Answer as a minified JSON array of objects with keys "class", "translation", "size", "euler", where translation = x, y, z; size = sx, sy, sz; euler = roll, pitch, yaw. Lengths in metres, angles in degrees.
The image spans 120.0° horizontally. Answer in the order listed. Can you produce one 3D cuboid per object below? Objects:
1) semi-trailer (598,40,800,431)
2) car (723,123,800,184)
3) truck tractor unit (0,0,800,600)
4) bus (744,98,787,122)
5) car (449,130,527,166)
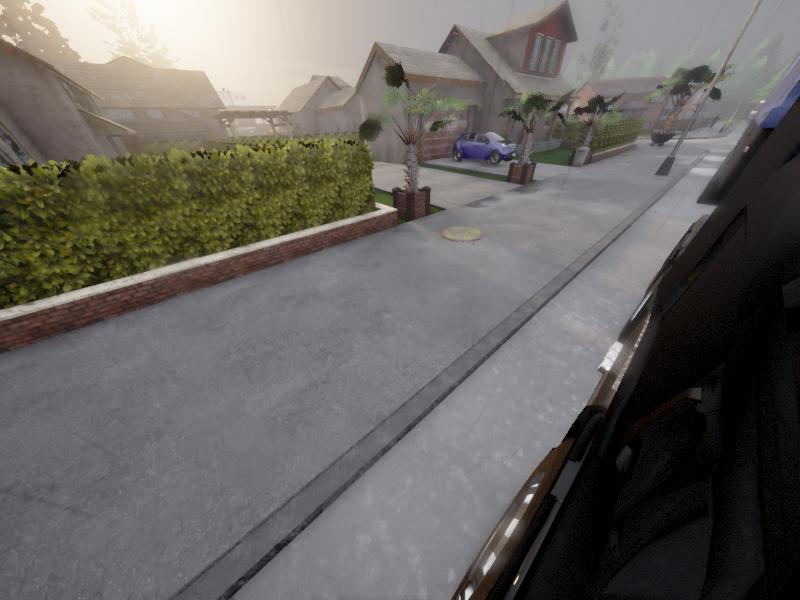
[{"class":"semi-trailer","translation":[8.693,-3.609,4.232],"size":[14.254,4.402,2.717],"euler":[-28,44,-30]},{"class":"car","translation":[16.097,-6.404,9.851],"size":[5.238,1.638,1.930],"euler":[-28,44,-30]},{"class":"truck tractor unit","translation":[2.645,-0.295,0.351],"size":[6.516,4.208,3.053],"euler":[-28,44,-30]},{"class":"bus","translation":[90.949,-47.344,57.714],"size":[10.273,4.253,3.944],"euler":[-28,44,-30]},{"class":"car","translation":[4.979,-8.956,13.509],"size":[1.845,1.501,3.633],"euler":[-30,45,-32]}]
